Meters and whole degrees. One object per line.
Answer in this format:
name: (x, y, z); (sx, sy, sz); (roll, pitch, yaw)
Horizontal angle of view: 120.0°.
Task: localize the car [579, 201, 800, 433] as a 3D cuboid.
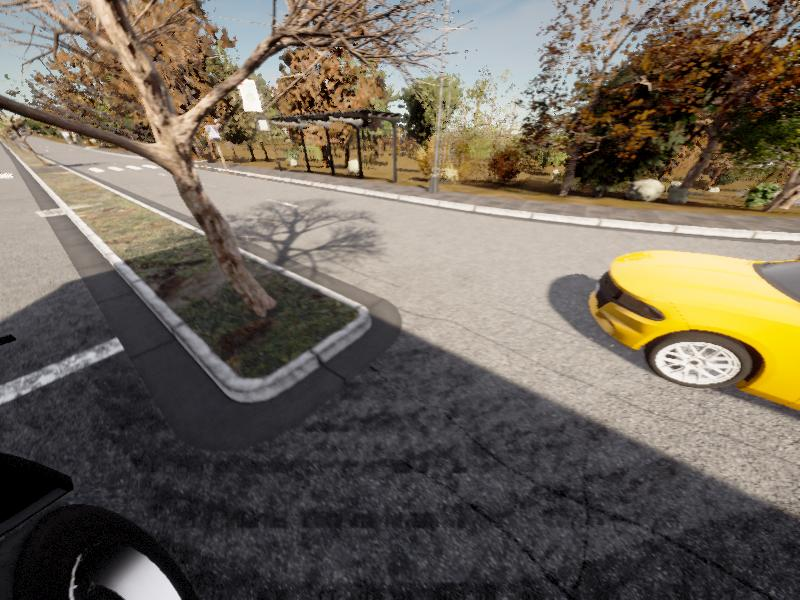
car: (4.935, 0.436, 2.044); (5.008, 1.535, 1.882); (22, 40, 28)
